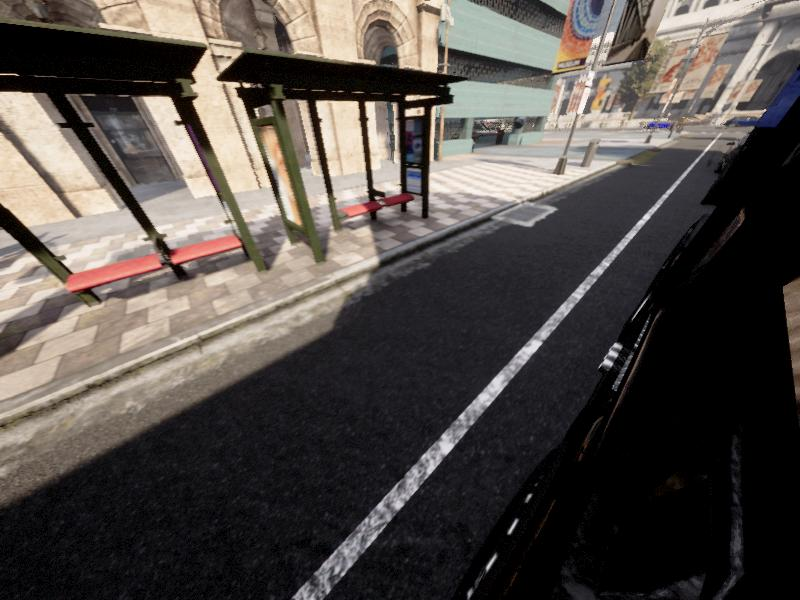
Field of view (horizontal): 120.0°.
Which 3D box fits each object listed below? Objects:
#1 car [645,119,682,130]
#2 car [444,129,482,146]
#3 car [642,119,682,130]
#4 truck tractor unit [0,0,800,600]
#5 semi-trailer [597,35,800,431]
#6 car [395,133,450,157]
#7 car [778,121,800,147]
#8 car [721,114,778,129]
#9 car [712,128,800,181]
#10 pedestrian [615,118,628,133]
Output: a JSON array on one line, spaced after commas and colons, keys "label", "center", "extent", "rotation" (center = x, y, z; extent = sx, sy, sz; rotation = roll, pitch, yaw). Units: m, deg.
[{"label": "car", "center": [49.466, -32.988, 43.495], "extent": [1.816, 1.474, 4.193], "rotation": [-29, 44, -31]}, {"label": "car", "center": [8.119, -21.034, 29.789], "extent": [4.902, 1.511, 2.128], "rotation": [-29, 44, -31]}, {"label": "car", "center": [51.690, -34.713, 45.666], "extent": [2.163, 1.488, 4.792], "rotation": [-29, 44, -31]}, {"label": "truck tractor unit", "center": [2.645, -0.295, 0.351], "extent": [6.516, 4.208, 3.053], "rotation": [-28, 44, -30]}, {"label": "semi-trailer", "center": [8.750, -3.563, 4.185], "extent": [14.254, 4.402, 2.717], "rotation": [-27, 43, -29]}, {"label": "car", "center": [2.119, -14.395, 21.348], "extent": [4.786, 1.482, 2.161], "rotation": [-29, 44, -31]}, {"label": "car", "center": [31.008, -12.488, 17.251], "extent": [1.812, 1.442, 4.674], "rotation": [28, 46, 34]}, {"label": "car", "center": [56.053, -28.679, 37.214], "extent": [2.033, 1.649, 4.856], "rotation": [-29, 44, -31]}, {"label": "car", "center": [15.893, -6.568, 10.211], "extent": [4.892, 1.490, 1.837], "rotation": [-29, 44, -31]}, {"label": "pedestrian", "center": [35.836, -28.261, 37.386], "extent": [0.751, 1.860, 0.751], "rotation": [-21, 40, -23]}]
